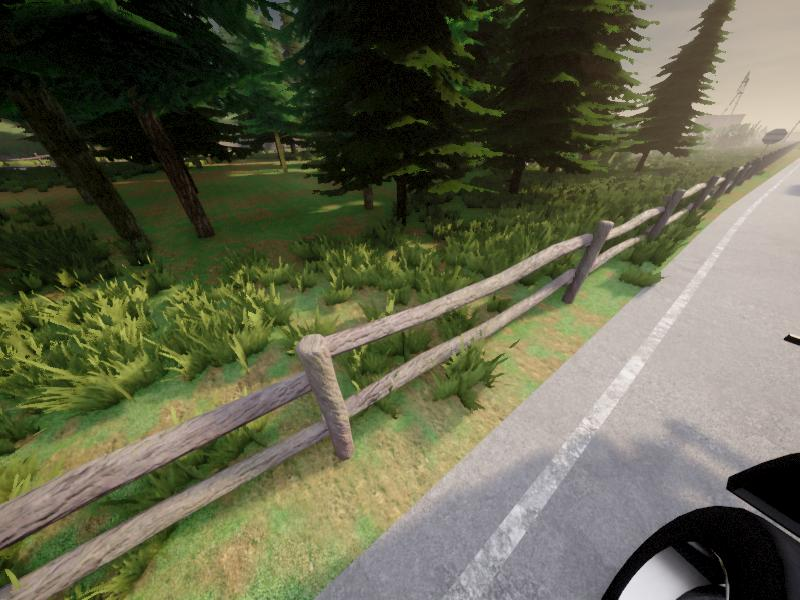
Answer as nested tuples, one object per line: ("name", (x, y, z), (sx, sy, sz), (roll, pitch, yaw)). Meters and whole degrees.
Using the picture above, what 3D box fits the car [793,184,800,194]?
("car", (21.295, -5.948, 10.887), (4.902, 1.511, 2.128), (-21, 40, -27))
